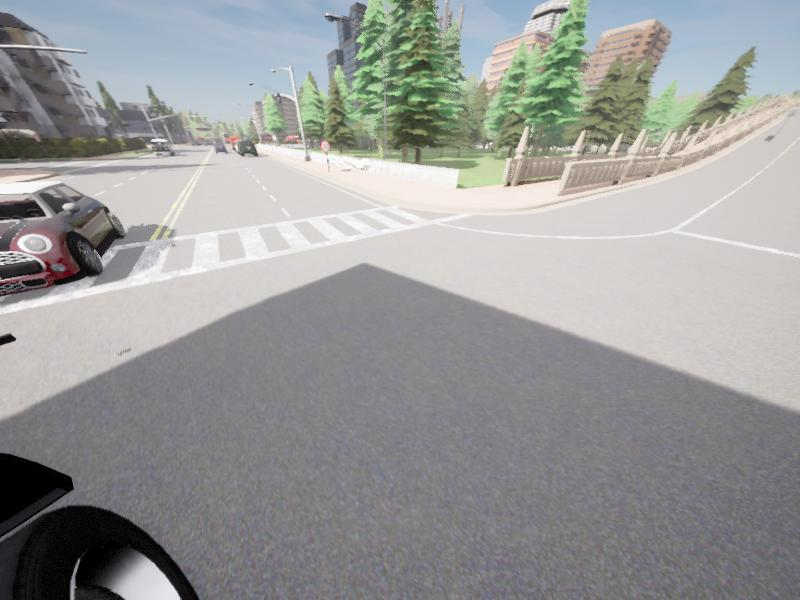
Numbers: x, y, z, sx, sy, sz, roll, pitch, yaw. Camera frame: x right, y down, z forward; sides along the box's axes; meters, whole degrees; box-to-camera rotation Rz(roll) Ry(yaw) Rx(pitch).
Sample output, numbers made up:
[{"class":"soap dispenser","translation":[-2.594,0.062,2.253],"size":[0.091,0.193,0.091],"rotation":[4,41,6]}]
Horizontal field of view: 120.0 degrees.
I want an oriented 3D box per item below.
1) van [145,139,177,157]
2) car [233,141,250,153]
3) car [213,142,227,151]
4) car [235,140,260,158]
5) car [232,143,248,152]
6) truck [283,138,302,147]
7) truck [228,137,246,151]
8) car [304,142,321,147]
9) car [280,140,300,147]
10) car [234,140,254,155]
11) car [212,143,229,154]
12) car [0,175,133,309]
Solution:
[{"class":"van","translation":[-34.640,-22.197,33.701],"size":[2.069,2.038,4.480],"rotation":[-20,40,-27]},{"class":"car","translation":[-31.148,-30.084,45.321],"size":[1.932,1.855,4.605],"rotation":[-20,39,-27]},{"class":"car","translation":[-38.619,-32.980,49.635],"size":[1.801,1.575,5.366],"rotation":[-20,39,-27]},{"class":"car","translation":[-23.313,-23.112,35.230],"size":[2.150,2.045,5.566],"rotation":[-20,40,-27]},{"class":"car","translation":[-34.664,-33.080,49.941],"size":[2.163,1.488,4.792],"rotation":[-20,39,-27]},{"class":"truck","translation":[-37.471,-54.753,80.391],"size":[5.204,2.467,2.627],"rotation":[-20,40,-28]},{"class":"truck","translation":[-38.090,-36.573,54.062],"size":[2.627,2.467,5.204],"rotation":[-19,39,-27]},{"class":"car","translation":[-30.640,-54.531,81.013],"size":[4.974,1.542,2.038],"rotation":[-21,40,-28]},{"class":"car","translation":[-36.815,-52.429,77.402],"size":[5.566,2.045,2.150],"rotation":[-21,40,-28]},{"class":"car","translation":[-27.247,-26.644,40.269],"size":[2.150,2.045,5.566],"rotation":[-20,40,-27]},{"class":"car","translation":[-31.461,-26.533,40.462],"size":[1.789,1.549,3.705],"rotation":[-20,40,-27]},{"class":"car","translation":[-7.453,-1.376,4.573],"size":[1.970,1.475,3.806],"rotation":[-22,41,-29]}]
